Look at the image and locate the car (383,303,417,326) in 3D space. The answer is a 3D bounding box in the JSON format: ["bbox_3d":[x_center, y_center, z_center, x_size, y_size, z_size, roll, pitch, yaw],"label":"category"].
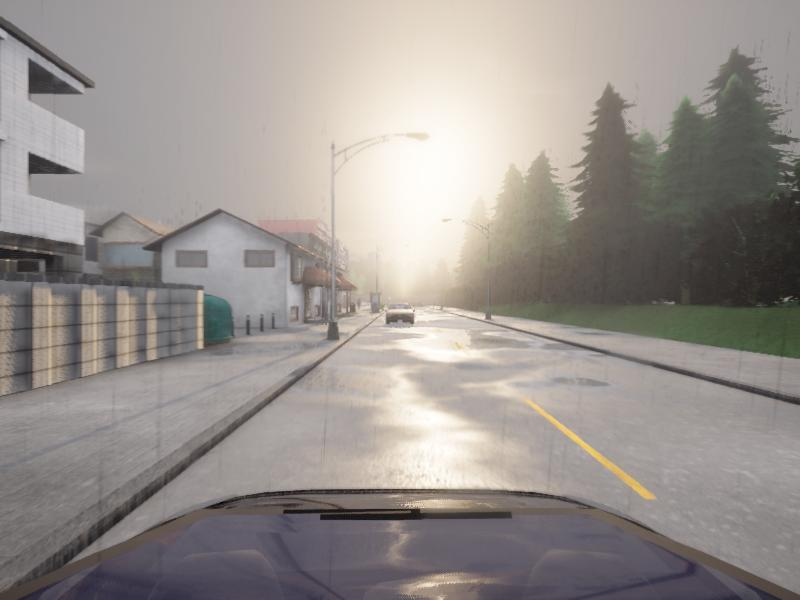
[{"bbox_3d":[0.003,0.907,27.105,2.033,1.411,5.357,0,0,0],"label":"car"}]
